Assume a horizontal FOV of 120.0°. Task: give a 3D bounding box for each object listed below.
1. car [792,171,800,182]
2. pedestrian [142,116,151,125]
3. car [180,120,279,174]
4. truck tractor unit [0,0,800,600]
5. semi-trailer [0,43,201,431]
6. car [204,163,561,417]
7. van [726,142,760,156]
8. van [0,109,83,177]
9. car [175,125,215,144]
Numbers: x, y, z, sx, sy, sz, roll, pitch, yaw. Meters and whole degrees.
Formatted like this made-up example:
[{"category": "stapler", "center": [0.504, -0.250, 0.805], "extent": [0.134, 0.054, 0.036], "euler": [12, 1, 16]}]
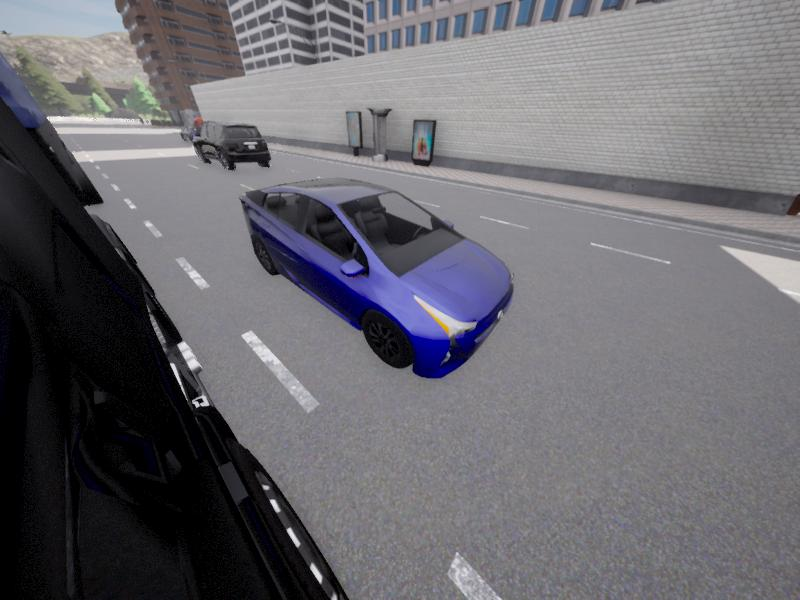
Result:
[{"category": "car", "center": [31.807, -9.190, 16.654], "extent": [2.033, 1.649, 4.856], "euler": [28, 43, 30]}, {"category": "pedestrian", "center": [-64.844, -45.923, 59.101], "extent": [0.751, 1.860, 0.751], "euler": [26, 43, 28]}, {"category": "car", "center": [-9.566, -8.706, 12.970], "extent": [5.566, 2.045, 2.150], "euler": [27, 43, 28]}, {"category": "truck tractor unit", "center": [-2.645, -0.295, 0.351], "extent": [6.516, 4.208, 3.053], "euler": [28, 44, 30]}, {"category": "semi-trailer", "center": [-8.690, -3.612, 4.234], "extent": [14.254, 4.402, 2.717], "euler": [28, 44, 30]}, {"category": "car", "center": [-0.641, -0.865, 3.483], "extent": [4.514, 1.525, 2.007], "euler": [28, 44, 30]}, {"category": "van", "center": [77.516, -34.223, 52.299], "extent": [2.351, 2.431, 6.366], "euler": [28, 44, 30]}, {"category": "van", "center": [-17.202, -7.414, 10.737], "extent": [4.480, 2.038, 2.069], "euler": [32, 46, 30]}, {"category": "car", "center": [-22.086, -17.823, 24.846], "extent": [4.193, 1.474, 1.816], "euler": [28, 44, 30]}]
